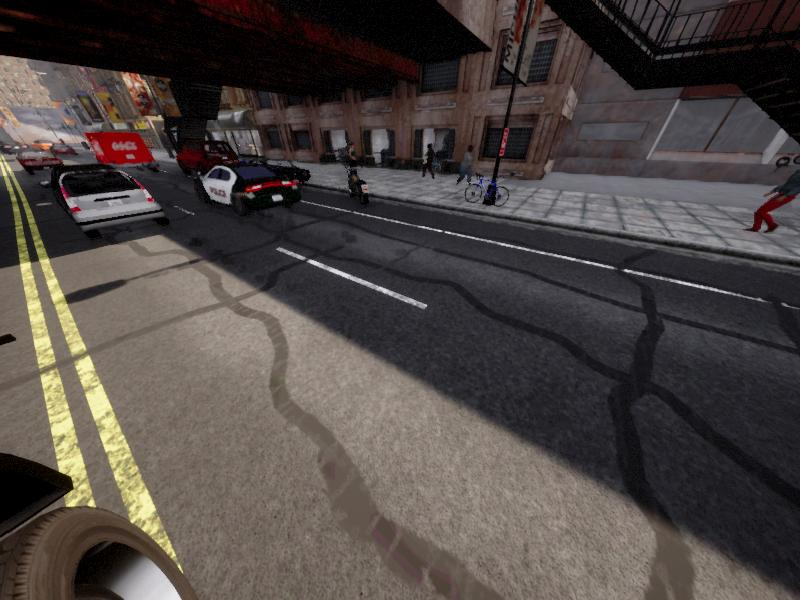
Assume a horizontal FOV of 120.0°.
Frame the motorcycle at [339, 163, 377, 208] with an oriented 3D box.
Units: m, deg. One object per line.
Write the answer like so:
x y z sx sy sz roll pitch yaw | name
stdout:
-1.769 -4.765 9.506 0.764 1.277 2.356 -15 38 -21 | motorcycle

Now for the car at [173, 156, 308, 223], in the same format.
-6.095 -4.413 8.801 4.974 1.542 2.038 22 41 28 | car

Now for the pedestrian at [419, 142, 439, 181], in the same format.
1.658 -8.074 13.448 0.751 1.860 0.751 23 41 29 | pedestrian

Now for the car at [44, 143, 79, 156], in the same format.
-47.501 -21.165 32.428 4.181 1.385 1.994 22 41 28 | car

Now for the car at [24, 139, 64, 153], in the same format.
-59.034 -25.626 38.330 4.553 1.767 2.097 14 38 19 | car

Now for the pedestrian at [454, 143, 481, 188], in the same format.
3.325 -6.663 11.458 0.751 1.860 0.751 28 44 33 | pedestrian

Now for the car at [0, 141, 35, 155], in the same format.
-58.414 -23.056 34.909 4.611 1.667 2.242 17 38 22 | car

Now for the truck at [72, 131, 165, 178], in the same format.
-20.102 -10.521 16.562 5.204 2.467 2.627 22 41 28 | truck

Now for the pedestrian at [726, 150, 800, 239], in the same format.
9.605 -2.618 5.763 0.751 1.860 0.751 22 41 28 | pedestrian

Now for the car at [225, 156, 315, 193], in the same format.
-7.118 -6.965 12.610 4.718 1.301 1.895 22 41 28 | car

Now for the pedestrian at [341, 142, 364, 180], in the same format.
-2.739 -8.092 13.447 0.751 1.860 0.751 21 40 27 | pedestrian

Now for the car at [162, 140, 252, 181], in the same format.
-13.208 -9.700 15.814 5.566 2.045 2.435 22 41 28 | car

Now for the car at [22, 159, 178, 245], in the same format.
-8.945 -3.144 6.920 3.988 1.617 1.851 22 41 28 | car

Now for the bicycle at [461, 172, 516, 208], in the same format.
3.217 -4.065 8.522 1.643 1.024 0.373 22 31 28 | bicycle

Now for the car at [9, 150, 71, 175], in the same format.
-27.044 -10.393 17.356 4.718 1.301 1.895 22 41 28 | car
